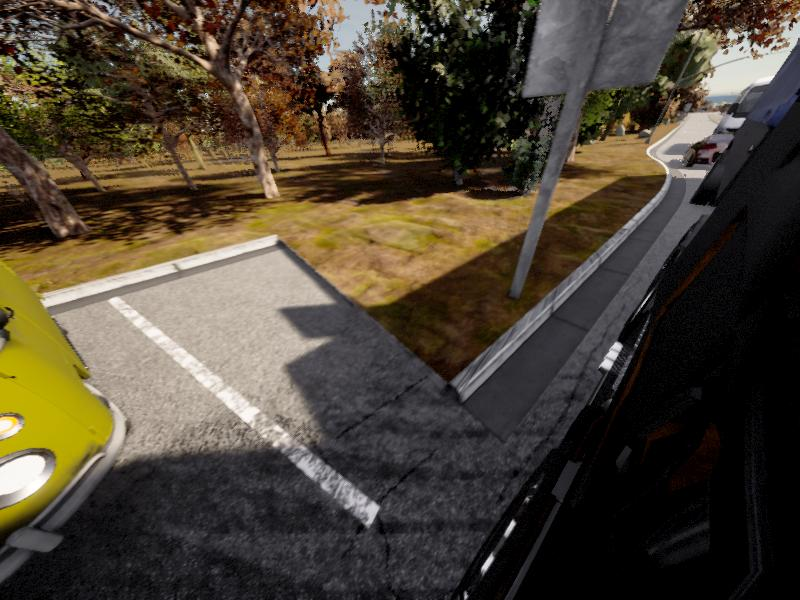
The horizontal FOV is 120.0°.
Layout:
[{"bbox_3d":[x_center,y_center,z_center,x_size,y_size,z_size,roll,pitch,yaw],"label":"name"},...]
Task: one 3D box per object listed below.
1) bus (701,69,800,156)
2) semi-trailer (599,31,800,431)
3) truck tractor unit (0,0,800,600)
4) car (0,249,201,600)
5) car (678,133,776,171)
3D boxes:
[{"bbox_3d":[27.291,-13.989,17.489,10.273,4.253,3.944,-32,45,-33],"label":"bus"},{"bbox_3d":[8.641,-3.634,4.296,14.254,4.402,2.717,-29,44,-31],"label":"semi-trailer"},{"bbox_3d":[2.645,-0.295,0.352,6.516,4.208,3.053,-28,44,-30],"label":"truck tractor unit"},{"bbox_3d":[-4.017,0.468,1.588,4.442,1.987,1.878,18,41,26],"label":"car"},{"bbox_3d":[16.522,-7.773,12.010,1.994,1.385,4.181,24,43,33],"label":"car"}]
